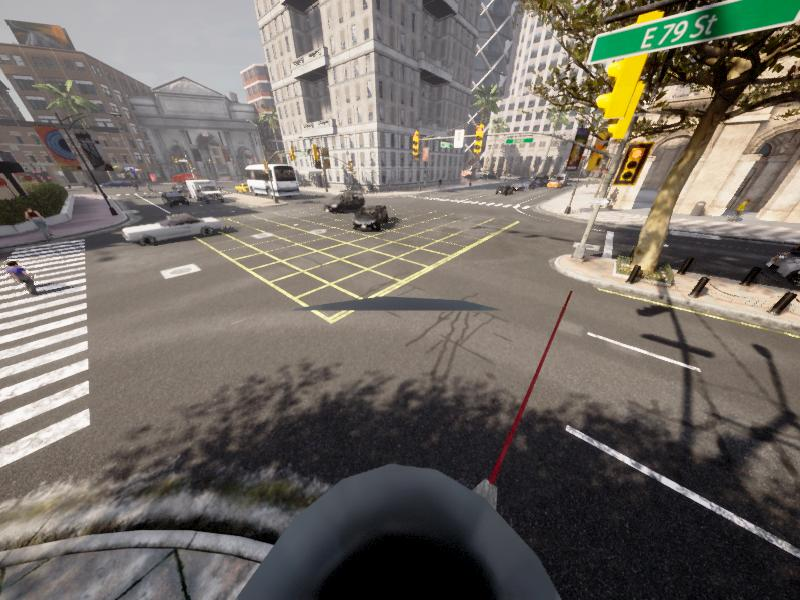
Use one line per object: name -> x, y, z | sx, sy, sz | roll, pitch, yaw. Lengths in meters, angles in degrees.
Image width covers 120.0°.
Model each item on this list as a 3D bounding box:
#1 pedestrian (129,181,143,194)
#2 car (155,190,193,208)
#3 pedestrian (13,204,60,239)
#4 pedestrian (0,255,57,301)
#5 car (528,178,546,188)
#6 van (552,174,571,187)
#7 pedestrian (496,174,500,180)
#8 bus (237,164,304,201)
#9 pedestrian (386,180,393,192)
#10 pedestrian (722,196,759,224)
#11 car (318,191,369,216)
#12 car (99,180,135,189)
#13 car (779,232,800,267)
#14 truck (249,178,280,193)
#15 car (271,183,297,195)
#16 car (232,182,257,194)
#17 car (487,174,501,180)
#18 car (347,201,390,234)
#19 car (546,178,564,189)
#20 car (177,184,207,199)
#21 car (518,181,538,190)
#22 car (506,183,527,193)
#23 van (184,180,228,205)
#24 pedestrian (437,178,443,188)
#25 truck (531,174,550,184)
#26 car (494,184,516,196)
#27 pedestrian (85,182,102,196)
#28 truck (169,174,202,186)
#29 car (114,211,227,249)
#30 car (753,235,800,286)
pedestrian -> -44.065, -18.744, 38.562 | 0.751, 1.860, 0.751 | 22, 36, 33
car -> -27.136, -12.180, 27.707 | 5.357, 1.411, 2.033 | 23, 37, 34
pedestrian -> -22.110, -4.808, 14.119 | 0.751, 1.860, 0.751 | 25, 38, 36
pedestrian -> -13.212, -0.787, 8.020 | 0.751, 1.300, 0.751 | -11, 32, -19
car -> 30.644, -26.106, 51.601 | 2.152, 1.651, 5.027 | 23, 37, 34
van -> 37.843, -28.026, 54.010 | 1.988, 2.561, 5.915 | 23, 37, 34
pedestrian -> 32.212, -40.405, 75.776 | 0.751, 1.860, 0.751 | 24, 38, 35
bus -> -19.231, -17.526, 34.110 | 10.273, 4.253, 3.944 | 23, 37, 34
pedestrian -> -1.826, -20.053, 40.524 | 0.751, 1.860, 0.751 | -21, 36, -32
pedestrian -> 26.242, -6.953, 17.835 | 0.751, 1.860, 0.751 | 23, 37, 34
car -> -5.622, -9.951, 23.572 | 2.242, 1.667, 4.611 | 21, 36, 32
car -> -60.957, -24.967, 49.803 | 1.812, 1.442, 4.674 | 23, 37, 34
car -> 20.631, -1.829, 9.804 | 4.181, 1.385, 1.994 | 23, 37, 34
truck -> -25.339, -21.541, 43.216 | 6.274, 2.098, 2.390 | 23, 37, 34
car -> -19.638, -18.838, 39.189 | 4.674, 1.442, 1.812 | 23, 37, 34
car -> -27.676, -20.013, 41.088 | 5.366, 1.575, 1.801 | 23, 37, 34
car -> 33.070, -43.364, 81.243 | 3.866, 1.878, 1.905 | 23, 37, 34
car -> -2.151, -6.328, 17.439 | 2.007, 1.525, 4.514 | 4, 30, 8
car -> 33.211, -24.960, 49.443 | 2.097, 1.767, 4.553 | 23, 37, 34
car -> -31.092, -16.241, 34.507 | 4.856, 1.649, 2.033 | 23, 37, 34
car -> 26.001, -23.250, 46.881 | 2.033, 1.411, 5.357 | 23, 37, 34
car -> 21.378, -20.487, 42.194 | 1.895, 1.301, 4.718 | 23, 37, 34
van -> -25.231, -14.113, 30.022 | 6.366, 2.431, 2.351 | 23, 37, 34
pedestrian -> 8.226, -24.045, 47.439 | 0.751, 1.860, 0.751 | 20, 35, 30
truck -> 39.369, -33.993, 64.788 | 2.390, 2.098, 6.274 | 26, 39, 38
car -> 17.189, -18.077, 37.842 | 1.816, 1.474, 4.193 | 23, 37, 34
pedestrian -> -45.571, -16.507, 34.382 | 0.751, 1.860, 0.751 | -22, 37, -33
truck -> -53.212, -29.922, 57.359 | 2.627, 2.467, 5.204 | 23, 37, 34
car -> -14.270, -4.601, 14.679 | 1.895, 1.301, 4.718 | 23, 37, 34
car -> 16.907, -1.185, 8.528 | 3.633, 1.501, 1.845 | 23, 37, 34
